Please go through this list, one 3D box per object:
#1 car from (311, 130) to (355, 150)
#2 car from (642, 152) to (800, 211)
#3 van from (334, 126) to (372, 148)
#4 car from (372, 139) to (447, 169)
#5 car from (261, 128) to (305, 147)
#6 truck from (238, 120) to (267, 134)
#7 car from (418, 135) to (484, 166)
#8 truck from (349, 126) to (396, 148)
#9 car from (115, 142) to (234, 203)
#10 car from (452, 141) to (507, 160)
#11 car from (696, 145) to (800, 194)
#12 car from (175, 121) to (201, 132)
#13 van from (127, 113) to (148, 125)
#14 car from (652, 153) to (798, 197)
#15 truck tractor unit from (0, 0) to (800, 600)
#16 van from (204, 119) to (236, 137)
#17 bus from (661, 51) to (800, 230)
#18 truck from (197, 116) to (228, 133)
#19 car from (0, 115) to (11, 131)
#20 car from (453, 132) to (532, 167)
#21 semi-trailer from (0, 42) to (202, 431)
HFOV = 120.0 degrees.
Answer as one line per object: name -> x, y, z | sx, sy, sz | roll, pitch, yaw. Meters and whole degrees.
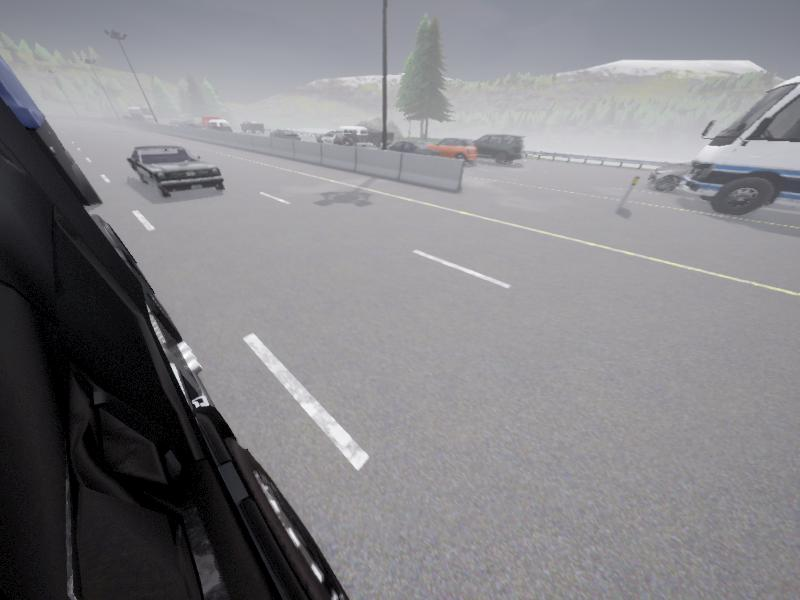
car -> -7.607, -18.233, 26.275 | 4.974, 1.542, 2.038 | 28, 44, 30
car -> 15.575, -5.939, 11.214 | 5.027, 1.651, 2.152 | 28, 44, 30
van -> -5.865, -20.248, 28.655 | 4.480, 2.038, 2.069 | 28, 44, 30
car -> 0.568, -11.095, 17.359 | 5.357, 1.411, 2.033 | 28, 44, 30
car -> -13.394, -18.568, 26.378 | 4.902, 1.511, 2.128 | 28, 44, 30
truck -> -31.094, -36.424, 48.657 | 6.274, 2.098, 2.390 | 28, 44, 30
car -> 3.968, -12.185, 18.693 | 4.553, 1.767, 2.097 | 28, 44, 30
truck -> -3.765, -21.888, 30.932 | 6.274, 2.098, 2.390 | 28, 44, 30
car -> -8.467, -4.925, 8.622 | 4.718, 1.301, 1.895 | 28, 44, 30
car -> 7.984, -15.311, 23.544 | 4.718, 1.301, 1.895 | 28, 44, 30
car -> 22.624, -7.831, 13.835 | 5.566, 2.045, 2.150 | 28, 44, 30
car -> -40.150, -32.797, 43.728 | 4.902, 1.511, 2.128 | 28, 44, 30
van -> -74.305, -51.291, 65.425 | 5.915, 2.561, 1.988 | 25, 42, 27
car -> 18.031, -7.327, 13.305 | 4.514, 1.525, 2.007 | 28, 44, 30
truck tractor unit -> -2.645, -0.295, 0.351 | 6.516, 4.208, 3.053 | 28, 44, 30
van -> -27.598, -26.341, 35.441 | 4.480, 2.038, 2.069 | 28, 44, 30
bus -> 15.833, -4.051, 6.511 | 10.273, 4.253, 3.944 | 28, 44, 30
truck -> -36.002, -33.718, 44.420 | 5.204, 2.467, 2.627 | 28, 44, 30
car -> -51.182, -22.420, 28.840 | 3.866, 1.878, 1.905 | 28, 44, 30
car -> 7.746, -13.010, 19.826 | 5.566, 2.045, 2.150 | 28, 44, 30
semi-trailer -> -8.706, -3.598, 4.224 | 14.254, 4.402, 2.717 | 28, 44, 30
